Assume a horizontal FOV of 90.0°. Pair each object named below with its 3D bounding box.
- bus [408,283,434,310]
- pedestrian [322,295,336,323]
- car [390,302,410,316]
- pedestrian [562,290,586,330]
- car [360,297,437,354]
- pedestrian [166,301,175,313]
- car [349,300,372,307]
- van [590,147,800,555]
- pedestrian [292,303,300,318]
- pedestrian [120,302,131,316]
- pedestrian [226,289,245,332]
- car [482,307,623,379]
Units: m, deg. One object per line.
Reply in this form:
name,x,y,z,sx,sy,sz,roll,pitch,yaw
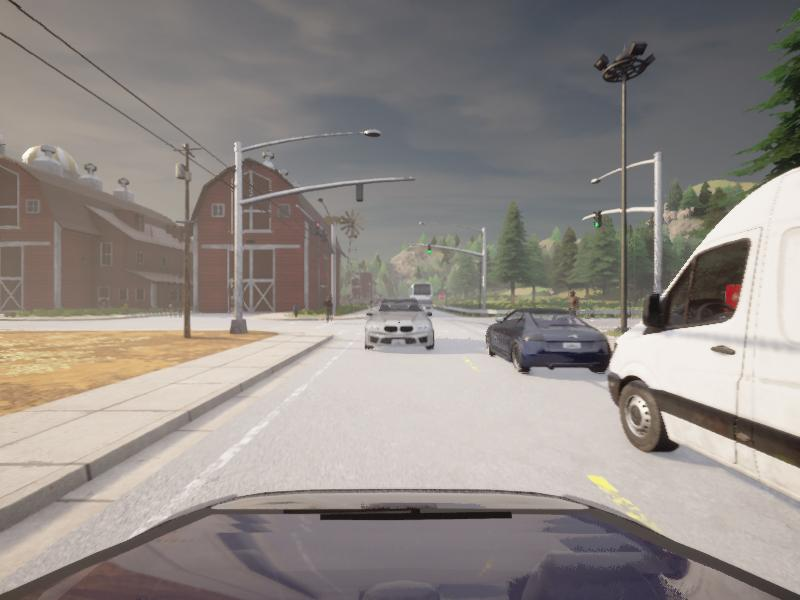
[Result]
bus,3.337,-0.596,67.321,3.944,4.253,10.273,0,0,0
pedestrian,-4.652,0.587,26.329,0.751,1.860,0.751,0,0,5
car,-0.027,0.868,42.122,1.994,1.385,4.181,0,0,0
pedestrian,8.260,0.456,19.038,0.751,1.860,0.751,0,0,-19
car,-0.031,0.742,14.027,2.242,1.667,4.611,0,0,0
pedestrian,-21.362,0.684,37.291,0.500,1.100,0.500,0,0,12
car,-8.422,0.772,85.967,4.792,1.488,2.163,0,0,-2
van,3.500,0.320,2.312,1.988,2.561,5.915,0,0,0
pedestrian,-7.895,0.810,30.367,0.500,1.100,0.500,0,0,-34
pedestrian,-22.456,0.706,32.708,0.500,1.100,0.500,0,0,13
pedestrian,-7.274,0.445,17.681,0.751,1.860,0.751,0,0,-20
car,3.491,0.897,10.128,1.994,1.385,4.181,0,0,0
